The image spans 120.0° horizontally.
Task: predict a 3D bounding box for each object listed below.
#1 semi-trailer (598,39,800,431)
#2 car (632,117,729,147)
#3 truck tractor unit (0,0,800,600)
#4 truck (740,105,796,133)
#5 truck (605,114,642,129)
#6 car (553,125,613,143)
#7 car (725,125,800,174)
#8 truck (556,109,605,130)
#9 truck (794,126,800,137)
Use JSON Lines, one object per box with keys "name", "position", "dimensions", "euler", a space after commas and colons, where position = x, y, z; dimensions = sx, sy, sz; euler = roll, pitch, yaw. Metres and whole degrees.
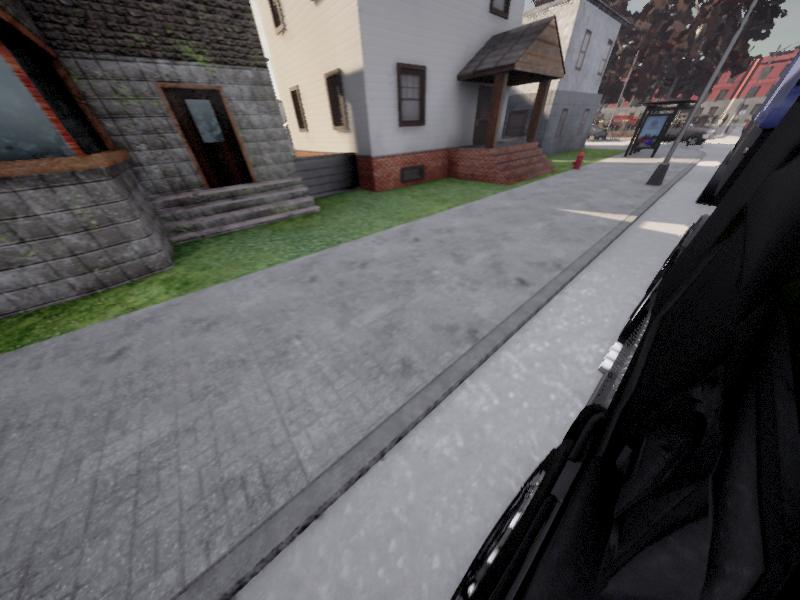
{"name": "semi-trailer", "position": [8.685, -3.612, 4.245], "dimensions": [14.254, 4.402, 2.717], "euler": [-28, 44, -30]}
{"name": "car", "position": [23.506, -14.240, 19.651], "dimensions": [1.932, 1.855, 4.605], "euler": [-22, 41, -24]}
{"name": "truck tractor unit", "position": [2.645, -0.295, 0.351], "dimensions": [6.516, 4.208, 3.053], "euler": [-28, 44, -30]}
{"name": "truck", "position": [44.830, -22.139, 28.348], "dimensions": [5.204, 2.467, 2.627], "euler": [-28, 44, -30]}
{"name": "truck", "position": [51.739, -41.358, 53.676], "dimensions": [2.627, 2.467, 5.204], "euler": [-29, 44, -30]}
{"name": "car", "position": [21.381, -19.535, 27.204], "dimensions": [2.128, 1.511, 4.902], "euler": [-28, 43, -30]}
{"name": "car", "position": [17.882, -7.334, 11.065], "dimensions": [4.902, 1.511, 2.128], "euler": [-29, 44, -31]}
{"name": "truck", "position": [45.820, -45.904, 59.031], "dimensions": [2.891, 3.827, 8.468], "euler": [-28, 44, -30]}
{"name": "truck", "position": [41.171, -17.608, 21.378], "dimensions": [8.468, 3.827, 2.891], "euler": [-28, 44, -30]}
